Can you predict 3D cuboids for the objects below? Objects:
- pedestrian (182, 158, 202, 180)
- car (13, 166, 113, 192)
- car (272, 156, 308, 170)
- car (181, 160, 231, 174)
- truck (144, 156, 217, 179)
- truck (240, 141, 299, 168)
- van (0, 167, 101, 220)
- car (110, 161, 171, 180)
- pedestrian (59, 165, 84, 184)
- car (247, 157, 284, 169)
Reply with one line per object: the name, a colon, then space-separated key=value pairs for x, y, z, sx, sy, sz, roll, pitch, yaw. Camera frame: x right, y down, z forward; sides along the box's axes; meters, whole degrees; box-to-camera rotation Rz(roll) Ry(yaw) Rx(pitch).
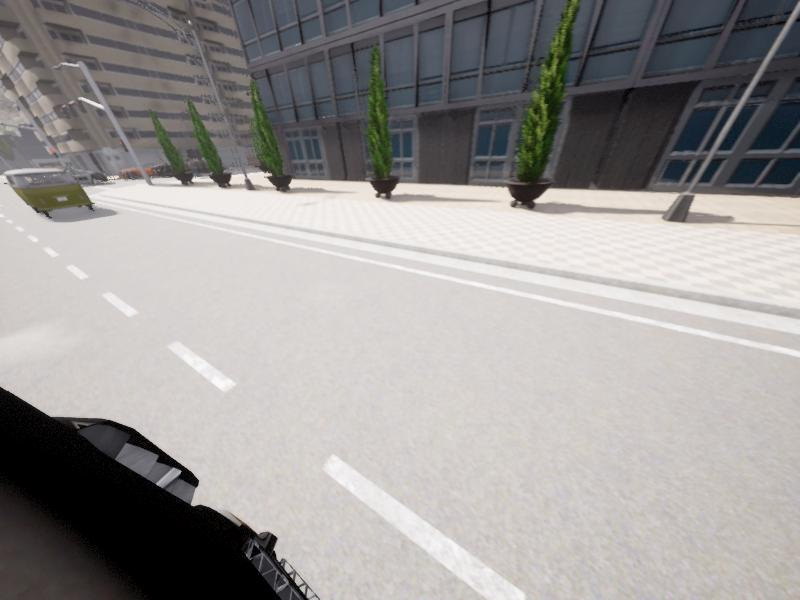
pedestrian: x=-20.951 y=-13.236 z=23.287 sx=0.751 sy=1.860 sz=0.751 roll=-26 pitch=40 yaw=-31
car: x=-33.164 y=-12.157 z=23.068 sx=1.930 sy=1.638 sz=5.238 roll=9 pitch=35 yaw=18
car: x=-16.883 y=-21.293 z=35.778 sx=2.007 sy=1.525 sz=4.514 roll=16 pitch=38 yaw=26
car: x=-29.524 y=-20.385 z=35.414 sx=2.033 sy=1.411 sz=5.357 roll=16 pitch=38 yaw=26
truck: x=-28.685 y=-17.633 z=30.567 sx=2.390 sy=2.098 sz=6.274 roll=16 pitch=38 yaw=26
truck: x=-23.785 y=-27.047 z=42.864 sx=2.891 sy=3.827 sz=8.468 roll=16 pitch=38 yaw=26
van: x=-17.802 y=-5.497 z=11.692 sx=4.442 sy=1.987 sz=1.775 roll=16 pitch=38 yaw=26
car: x=-33.425 y=-16.799 z=29.915 sx=2.097 sy=1.767 sz=4.553 roll=17 pitch=38 yaw=27
pedestrian: x=-37.890 y=-14.465 z=26.632 sx=0.751 sy=1.860 sz=0.751 roll=16 pitch=38 yaw=26
car: x=-22.669 y=-23.318 z=39.229 sx=1.882 sy=1.535 sz=5.008 roll=16 pitch=38 yaw=26
